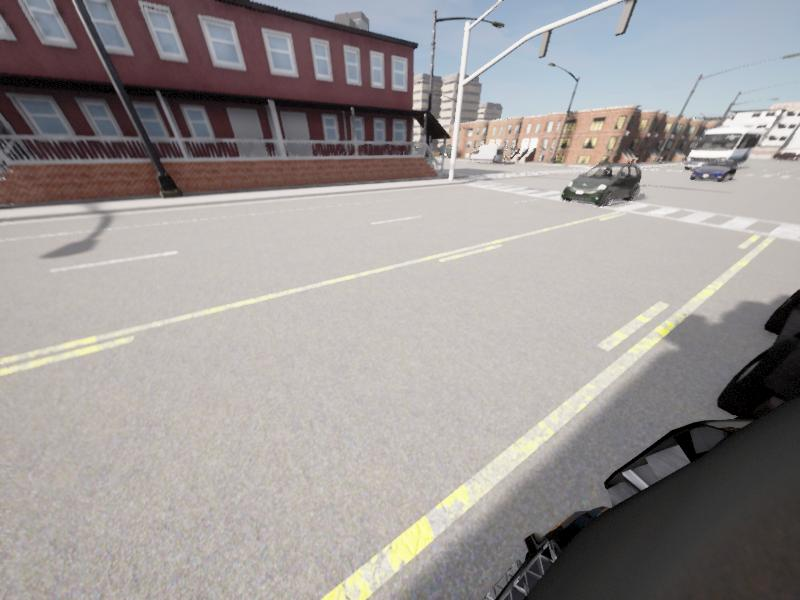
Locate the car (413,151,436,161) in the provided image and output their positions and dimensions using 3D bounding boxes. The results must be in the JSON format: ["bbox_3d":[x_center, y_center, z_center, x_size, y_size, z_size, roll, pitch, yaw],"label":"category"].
[{"bbox_3d":[4.990,-30.012,48.201,1.930,1.638,5.238,-17,37,-25],"label":"car"}]

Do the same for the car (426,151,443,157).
[{"bbox_3d":[10.666,-45.595,72.064,5.008,1.535,1.882,-18,37,-25],"label":"car"}]

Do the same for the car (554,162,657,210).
[{"bbox_3d":[9.664,-5.510,10.921,3.988,1.617,1.851,-18,37,-25],"label":"car"}]

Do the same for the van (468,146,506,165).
[{"bbox_3d":[14.754,-24.927,39.678,1.988,2.561,5.915,-17,37,-25],"label":"van"}]

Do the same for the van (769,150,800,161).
[{"bbox_3d":[89.165,-33.103,52.927,2.069,2.038,4.480,6,34,9],"label":"van"}]

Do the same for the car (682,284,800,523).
[{"bbox_3d":[4.624,0.400,1.632,3.866,1.878,1.905,-18,37,-25],"label":"car"}]

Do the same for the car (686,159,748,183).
[{"bbox_3d":[25.570,-10.468,18.666,4.193,1.474,1.816,-17,37,-25],"label":"car"}]

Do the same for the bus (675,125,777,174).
[{"bbox_3d":[38.956,-17.998,27.656,10.273,4.253,3.944,-18,38,-24],"label":"bus"}]
